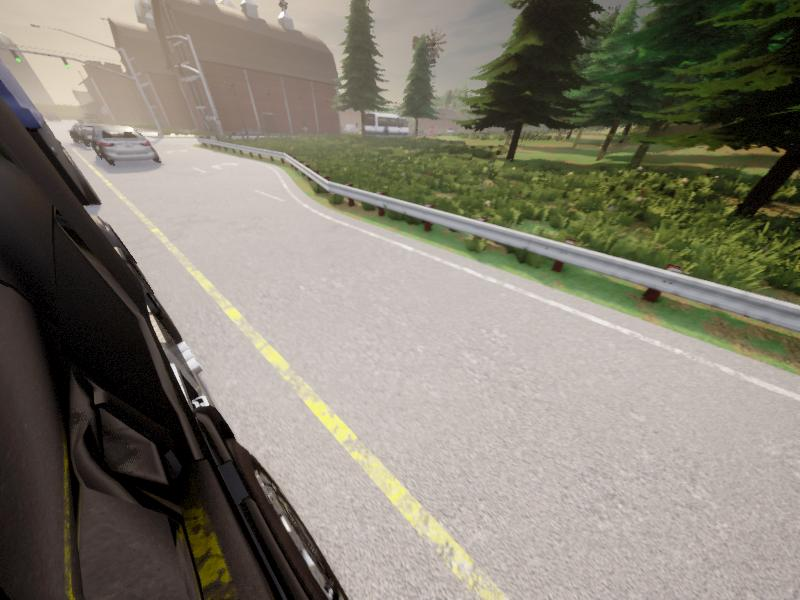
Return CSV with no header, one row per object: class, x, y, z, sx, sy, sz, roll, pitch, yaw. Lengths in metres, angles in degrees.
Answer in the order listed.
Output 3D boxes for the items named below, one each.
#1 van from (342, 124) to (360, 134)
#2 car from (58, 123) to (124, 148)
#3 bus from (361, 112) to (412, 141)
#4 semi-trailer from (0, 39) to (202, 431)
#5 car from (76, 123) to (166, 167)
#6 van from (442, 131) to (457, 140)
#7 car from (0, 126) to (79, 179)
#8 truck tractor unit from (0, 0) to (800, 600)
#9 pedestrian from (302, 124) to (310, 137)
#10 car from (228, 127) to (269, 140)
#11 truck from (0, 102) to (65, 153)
van,-16.735,-58.152,78.474,6.366,2.431,2.351,27,43,29
car,-25.603,-13.651,19.114,5.357,1.411,2.033,23,41,25
bus,-2.392,-34.222,45.843,3.944,4.253,10.273,28,44,30
semi-trailer,-8.720,-3.590,4.206,14.254,4.402,2.717,28,43,30
car,-15.956,-8.950,13.210,4.611,1.667,2.242,27,43,29
van,14.368,-47.860,67.069,2.069,2.038,4.480,28,44,30
car,-16.509,-6.688,10.275,4.902,1.511,2.128,30,45,32
truck tractor unit,-2.645,-0.295,0.351,6.516,4.208,3.053,28,44,30
pedestrian,-16.986,-30.531,41.642,0.751,1.860,0.751,25,42,27
car,-21.267,-23.446,32.575,1.994,1.385,4.181,28,44,30
truck,-25.501,-11.528,15.371,5.204,2.467,2.627,27,43,29
